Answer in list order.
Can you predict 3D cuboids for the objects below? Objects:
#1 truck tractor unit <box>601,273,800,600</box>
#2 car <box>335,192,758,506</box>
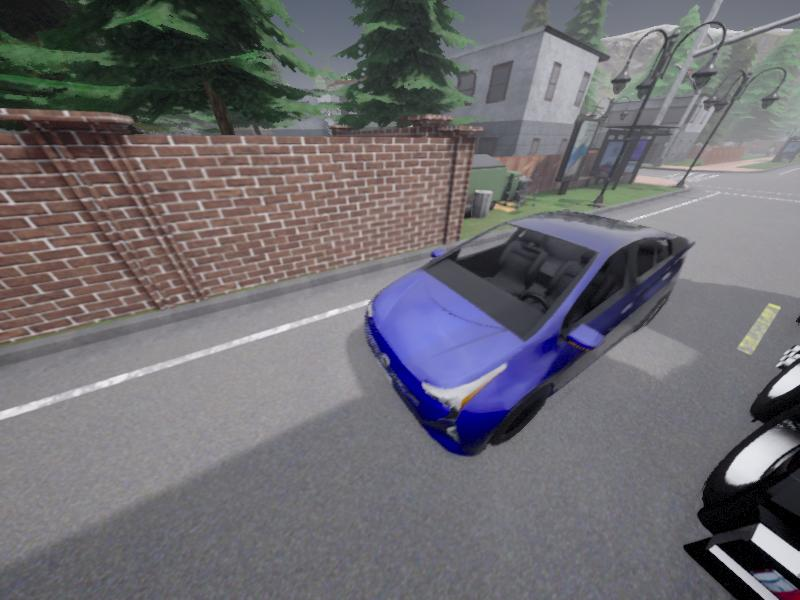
[{"bbox_3d":[5.122,-0.290,0.756,6.516,4.208,3.053,-18,39,-23],"label":"truck tractor unit"},{"bbox_3d":[1.799,-0.198,2.964,4.514,1.525,2.007,-18,39,-24],"label":"car"}]
